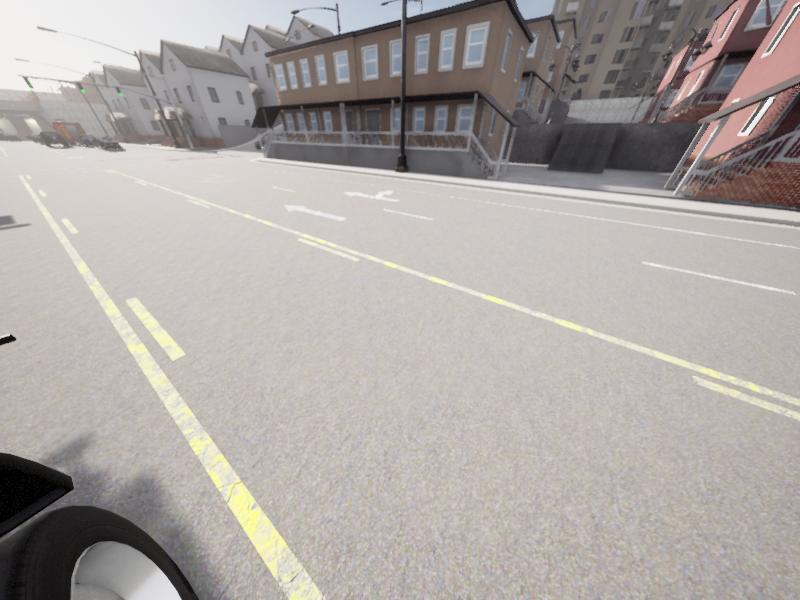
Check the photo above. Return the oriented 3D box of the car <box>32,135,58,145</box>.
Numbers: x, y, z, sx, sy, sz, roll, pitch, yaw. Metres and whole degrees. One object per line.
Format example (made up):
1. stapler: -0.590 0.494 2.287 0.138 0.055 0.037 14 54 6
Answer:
1. car: -66.820 -30.201 43.489 4.892 1.490 1.837 22 41 27

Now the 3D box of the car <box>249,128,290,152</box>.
1. car: -19.317 -23.863 34.408 1.882 1.535 5.008 22 56 26

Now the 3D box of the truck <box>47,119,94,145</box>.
1. truck: -62.809 -31.974 44.041 8.468 3.827 2.891 23 41 27

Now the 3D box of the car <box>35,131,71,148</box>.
1. car: -55.992 -25.927 37.248 5.566 2.045 2.150 22 41 28

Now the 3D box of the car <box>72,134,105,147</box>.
1. car: -51.981 -26.638 38.540 4.553 1.767 2.097 23 41 27

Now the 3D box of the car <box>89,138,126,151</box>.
1. car: -41.492 -22.109 32.758 5.357 1.411 2.033 23 41 27
